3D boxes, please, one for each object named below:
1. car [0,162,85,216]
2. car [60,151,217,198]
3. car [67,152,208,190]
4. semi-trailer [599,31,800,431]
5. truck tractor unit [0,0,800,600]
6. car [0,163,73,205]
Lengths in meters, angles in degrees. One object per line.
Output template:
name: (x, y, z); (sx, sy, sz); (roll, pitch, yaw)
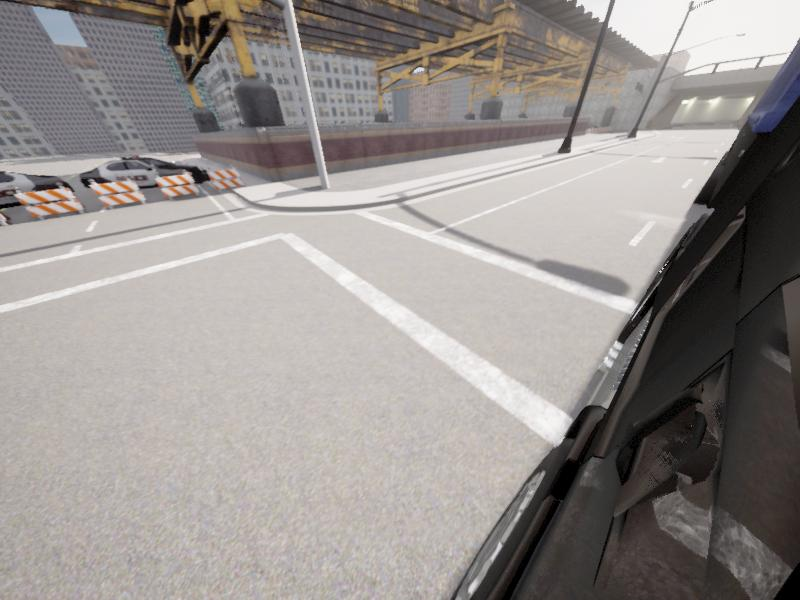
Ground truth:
car: (-16.678, -4.075, 8.866); (2.038, 1.542, 4.974); (6, 38, 12)
car: (-13.093, -6.615, 12.048); (4.974, 1.542, 2.038); (-9, 37, -8)
car: (-13.150, -6.734, 11.946); (4.536, 1.218, 1.853); (-9, 37, -8)
semi-trailer: (8.642, -3.642, 4.282); (14.254, 4.402, 2.717); (-29, 43, -30)
truck tractor unit: (2.645, -0.295, 0.351); (6.516, 4.208, 3.053); (-28, 44, -30)
car: (-16.672, -4.232, 8.812); (1.853, 1.218, 4.536); (6, 38, 12)
